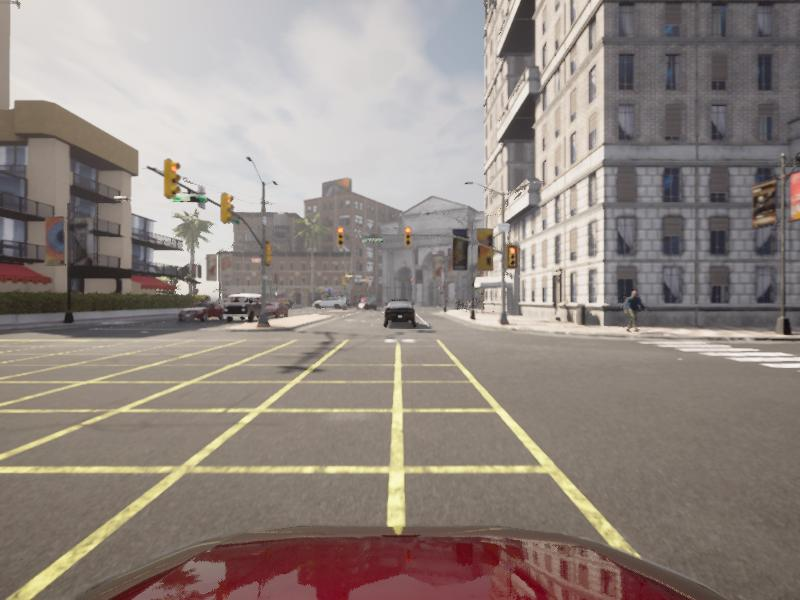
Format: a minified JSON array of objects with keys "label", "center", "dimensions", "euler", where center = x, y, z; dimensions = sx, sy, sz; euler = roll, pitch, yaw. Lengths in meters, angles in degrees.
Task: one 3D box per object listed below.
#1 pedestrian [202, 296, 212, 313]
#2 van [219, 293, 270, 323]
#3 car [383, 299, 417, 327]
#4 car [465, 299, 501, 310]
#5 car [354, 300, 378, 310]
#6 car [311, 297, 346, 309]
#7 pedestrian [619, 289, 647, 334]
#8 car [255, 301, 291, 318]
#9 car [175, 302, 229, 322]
[{"label":"pedestrian","center":[-21.273,0.458,44.117],"dimensions":[0.751,1.860,0.751],"euler":[0,0,7]},{"label":"van","center":[-11.496,0.553,29.994],"dimensions":[2.069,2.038,4.480],"euler":[0,0,0]},{"label":"car","center":[-0.003,0.755,25.612],"dimensions":[1.930,1.638,5.238],"euler":[0,0,0]},{"label":"car","center":[12.784,0.742,62.006],"dimensions":[5.027,1.651,2.152],"euler":[0,0,-6]},{"label":"car","center":[-5.351,0.785,62.730],"dimensions":[2.038,1.542,4.974],"euler":[0,0,-27]},{"label":"car","center":[-12.339,0.530,69.250],"dimensions":[5.566,2.045,2.150],"euler":[0,0,0]},{"label":"pedestrian","center":[9.908,0.475,17.010],"dimensions":[0.751,1.860,0.751],"euler":[0,0,-1]},{"label":"car","center":[-11.502,0.848,36.463],"dimensions":[1.812,1.442,4.674],"euler":[0,0,0]},{"label":"car","center":[-15.001,0.851,30.607],"dimensions":[1.812,1.442,4.674],"euler":[0,0,0]}]
